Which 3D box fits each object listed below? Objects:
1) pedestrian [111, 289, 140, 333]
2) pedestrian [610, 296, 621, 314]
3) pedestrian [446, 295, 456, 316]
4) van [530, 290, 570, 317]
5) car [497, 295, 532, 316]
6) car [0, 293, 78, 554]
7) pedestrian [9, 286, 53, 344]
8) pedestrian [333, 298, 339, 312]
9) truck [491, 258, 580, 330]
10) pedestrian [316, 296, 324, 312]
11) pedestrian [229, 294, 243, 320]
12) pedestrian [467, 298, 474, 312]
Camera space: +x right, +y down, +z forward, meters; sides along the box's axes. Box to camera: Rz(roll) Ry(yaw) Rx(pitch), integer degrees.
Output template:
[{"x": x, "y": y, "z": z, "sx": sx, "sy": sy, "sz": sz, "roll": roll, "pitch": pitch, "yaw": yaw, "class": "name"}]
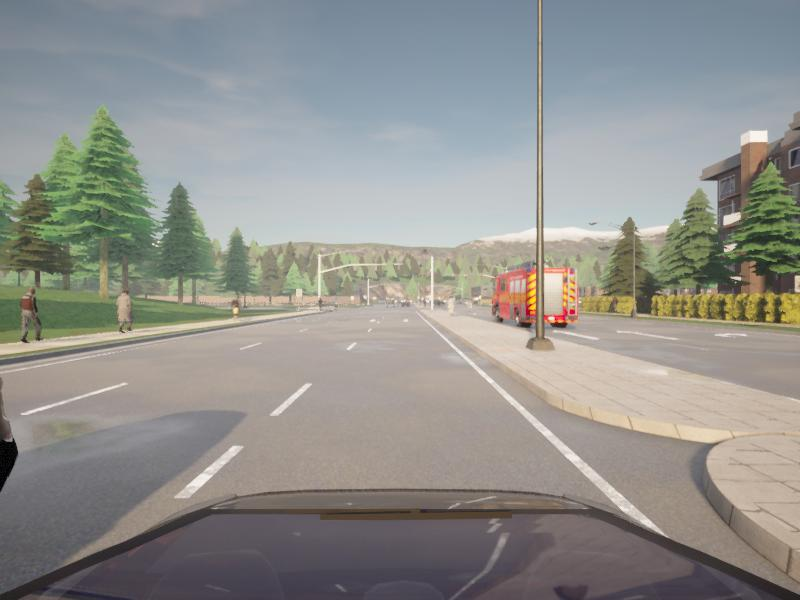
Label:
[{"x": -11.856, "y": 0.477, "z": 17.300, "sx": 0.751, "sy": 1.860, "sz": 0.751, "roll": 0, "pitch": 0, "yaw": 3, "class": "pedestrian"}, {"x": 22.203, "y": 0.493, "z": 41.232, "sx": 0.751, "sy": 1.860, "sz": 0.751, "roll": 0, "pitch": 0, "yaw": -2, "class": "pedestrian"}, {"x": 4.521, "y": 0.492, "z": 35.585, "sx": 0.751, "sy": 1.860, "sz": 0.751, "roll": 0, "pitch": 0, "yaw": -8, "class": "pedestrian"}, {"x": 15.330, "y": 0.331, "z": 41.255, "sx": 1.988, "sy": 2.561, "sz": 5.915, "roll": 0, "pitch": 0, "yaw": 0, "class": "van"}, {"x": 11.827, "y": 0.578, "z": 41.810, "sx": 2.150, "sy": 2.045, "sz": 5.566, "roll": 0, "pitch": 0, "yaw": 1, "class": "car"}, {"x": -3.531, "y": 0.778, "z": 0.706, "sx": 2.033, "sy": 1.649, "sz": 4.856, "roll": 0, "pitch": 0, "yaw": 0, "class": "car"}, {"x": -12.110, "y": 0.476, "z": 13.145, "sx": 0.751, "sy": 1.860, "sz": 0.751, "roll": 0, "pitch": 0, "yaw": 1, "class": "pedestrian"}, {"x": -8.384, "y": 0.648, "z": 52.536, "sx": 0.751, "sy": 1.860, "sz": 0.751, "roll": 0, "pitch": 0, "yaw": -18, "class": "pedestrian"}, {"x": 8.191, "y": -0.315, "z": 25.576, "sx": 2.891, "sy": 3.827, "sz": 8.468, "roll": 0, "pitch": 0, "yaw": 1, "class": "truck"}, {"x": -9.906, "y": 0.483, "z": 49.586, "sx": 0.751, "sy": 1.860, "sz": 0.751, "roll": 0, "pitch": 0, "yaw": 11, "class": "pedestrian"}, {"x": -11.849, "y": 0.479, "z": 28.927, "sx": 0.751, "sy": 1.860, "sz": 0.751, "roll": 0, "pitch": 0, "yaw": 1, "class": "pedestrian"}, {"x": 9.575, "y": 0.648, "z": 54.091, "sx": 0.751, "sy": 1.860, "sz": 0.751, "roll": 0, "pitch": 0, "yaw": -5, "class": "pedestrian"}]
